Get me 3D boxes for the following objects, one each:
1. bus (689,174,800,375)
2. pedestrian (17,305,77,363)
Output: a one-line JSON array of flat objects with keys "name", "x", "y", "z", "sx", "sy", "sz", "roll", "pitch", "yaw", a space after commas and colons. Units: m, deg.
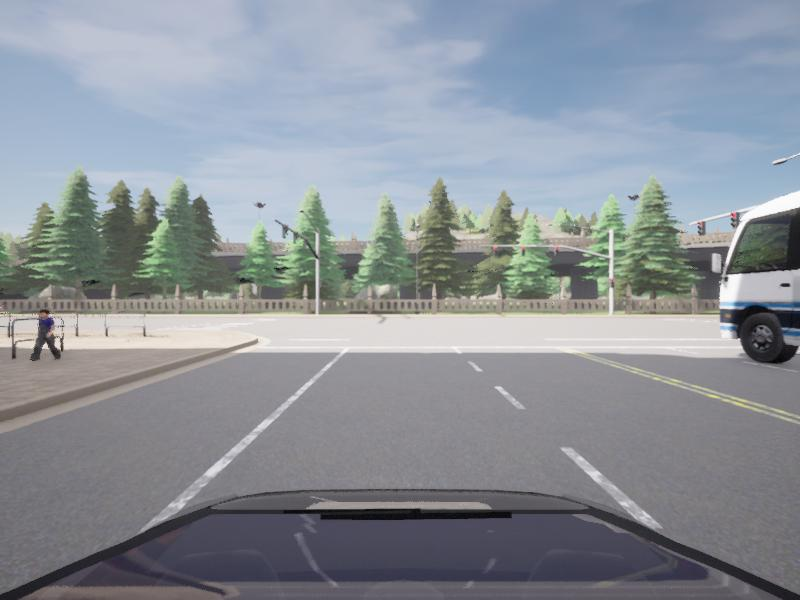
[{"name": "bus", "x": 10.409, "y": -0.539, "z": 6.565, "sx": 3.944, "sy": 4.253, "sz": 10.273, "roll": 0, "pitch": 0, "yaw": 0}, {"name": "pedestrian", "x": -8.253, "y": 0.762, "z": 9.381, "sx": 0.751, "sy": 1.300, "sz": 0.751, "roll": 0, "pitch": 0, "yaw": 1}]
